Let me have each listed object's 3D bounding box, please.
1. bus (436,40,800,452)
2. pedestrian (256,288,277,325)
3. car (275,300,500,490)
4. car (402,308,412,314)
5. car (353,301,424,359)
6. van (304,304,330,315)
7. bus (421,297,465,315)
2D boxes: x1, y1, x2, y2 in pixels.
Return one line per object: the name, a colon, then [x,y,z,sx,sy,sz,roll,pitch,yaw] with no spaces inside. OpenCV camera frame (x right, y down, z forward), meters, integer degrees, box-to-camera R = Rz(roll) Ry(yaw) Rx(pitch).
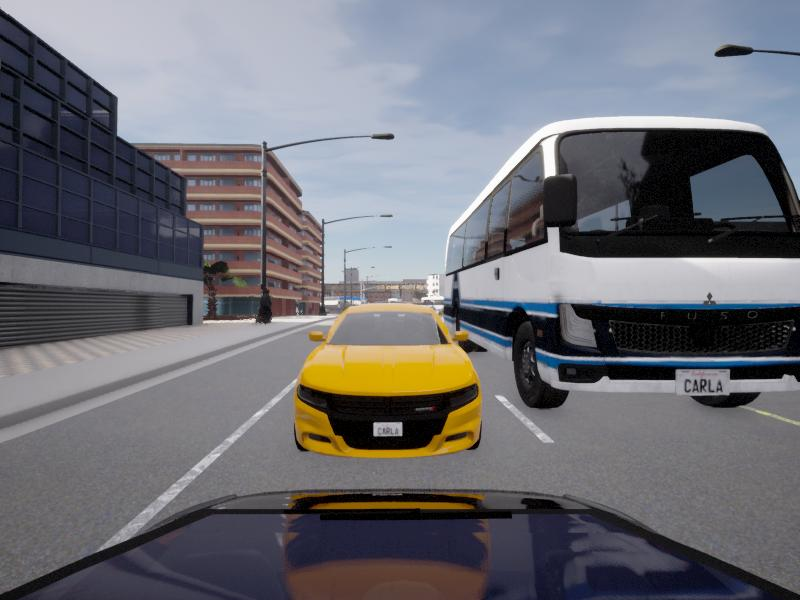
bus: [3.384,-0.601,9.306,3.944,4.253,10.273,0,1,-1]
pedestrian: [-6.908,0.338,20.733,0.751,1.860,0.751,0,-1,21]
car: [-0.158,0.790,5.854,1.882,1.535,5.008,0,1,-1]
car: [1.810,2.958,107.125,1.801,1.575,5.366,0,-1,-9]
car: [-0.325,0.768,12.619,1.812,1.442,4.674,0,1,-1]
van: [-19.654,2.234,95.167,5.915,2.561,1.988,0,-1,-2]
bus: [10.521,1.432,97.990,10.273,4.253,3.944,0,-1,13]
